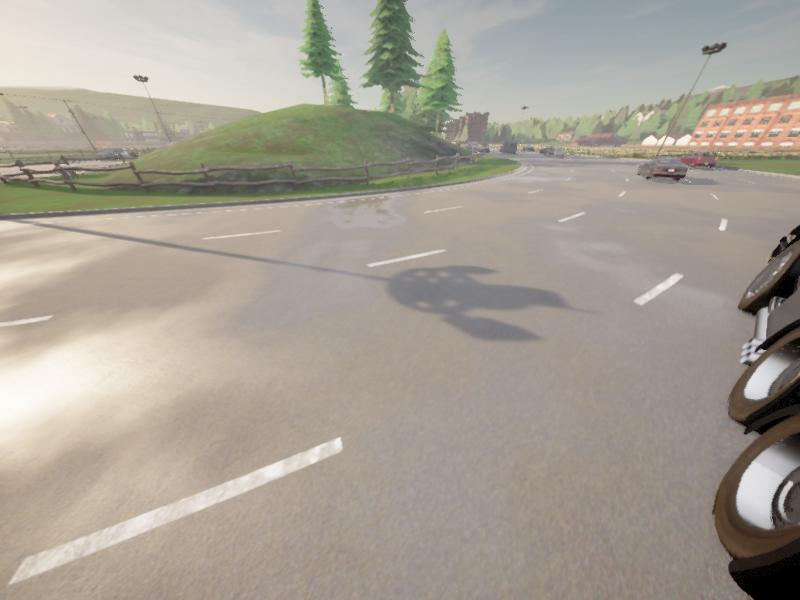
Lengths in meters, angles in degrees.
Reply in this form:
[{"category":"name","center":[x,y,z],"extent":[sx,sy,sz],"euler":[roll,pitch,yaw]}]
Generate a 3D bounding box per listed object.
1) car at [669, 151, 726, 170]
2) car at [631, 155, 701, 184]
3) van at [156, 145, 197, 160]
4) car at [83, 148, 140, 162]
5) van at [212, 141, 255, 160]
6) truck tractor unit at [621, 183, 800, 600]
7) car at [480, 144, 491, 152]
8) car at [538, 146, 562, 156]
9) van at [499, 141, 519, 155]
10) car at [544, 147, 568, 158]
[{"category":"car","center":[31.149,-14.798,24.378],"extent":[1.845,1.501,3.633],"euler":[10,36,14]},{"category":"car","center":[19.537,-9.886,17.317],"extent":[2.033,1.411,5.357],"euler":[19,39,25]},{"category":"van","center":[-35.155,-23.421,36.602],"extent":[1.775,1.987,4.442],"euler":[2,34,2]},{"category":"car","center":[-42.309,-21.461,34.141],"extent":[2.038,1.542,4.974],"euler":[2,34,2]},{"category":"van","center":[-27.992,-25.495,39.244],"extent":[2.351,2.431,6.366],"euler":[2,34,2]},{"category":"truck tractor unit","center":[4.964,-0.424,0.970],"extent":[6.516,4.208,3.053],"euler":[-24,41,-30]},{"category":"car","center":[25.672,-46.074,69.825],"extent":[1.905,1.878,3.866],"euler":[2,34,3]},{"category":"car","center":[31.254,-31.276,48.356],"extent":[2.242,1.667,4.611],"euler":[2,35,3]},{"category":"van","center":[24.516,-34.444,52.224],"extent":[1.988,2.561,5.915],"euler":[2,35,3]},{"category":"car","center":[27.222,-25.826,40.509],"extent":[1.845,1.501,3.633],"euler":[2,34,3]}]
